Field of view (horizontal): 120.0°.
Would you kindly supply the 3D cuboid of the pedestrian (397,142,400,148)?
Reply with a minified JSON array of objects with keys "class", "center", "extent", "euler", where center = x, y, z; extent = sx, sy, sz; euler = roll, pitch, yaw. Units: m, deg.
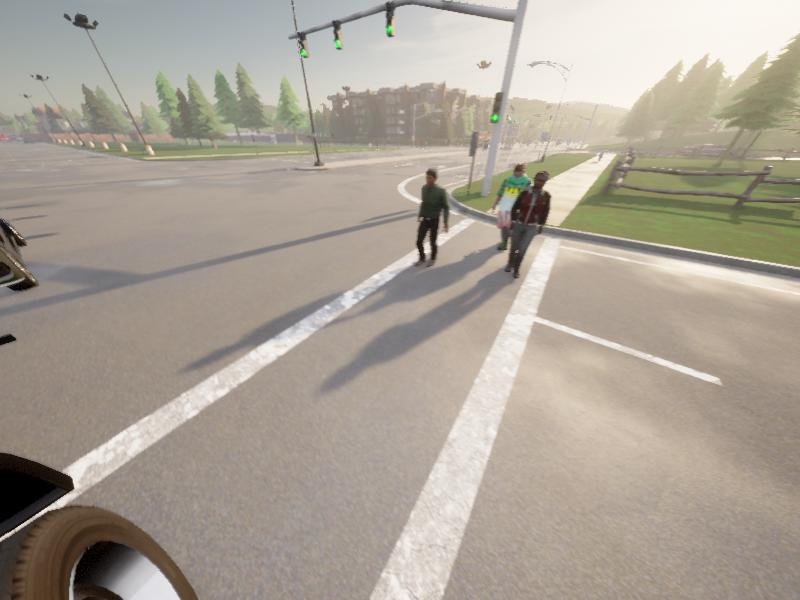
[{"class":"pedestrian","center":[-0.243,-35.292,52.668],"extent":[0.500,1.100,0.500],"euler":[25,42,31]}]

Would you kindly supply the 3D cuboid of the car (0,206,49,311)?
[{"class":"car","center":[-8.679,-1.061,3.924],"extent":[5.027,1.651,2.152],"euler":[22,41,28]}]

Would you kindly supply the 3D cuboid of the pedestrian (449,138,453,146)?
[{"class":"pedestrian","center":[15.032,-46.879,68.573],"extent":[0.751,1.860,0.751],"euler":[-7,36,-11]}]

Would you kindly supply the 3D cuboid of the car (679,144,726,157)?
[{"class":"car","center":[47.580,-23.658,36.482],"extent":[3.988,1.617,1.851],"euler":[22,41,28]}]

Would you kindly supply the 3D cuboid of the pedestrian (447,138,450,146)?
[{"class":"pedestrian","center":[14.712,-47.940,70.074],"extent":[0.751,1.860,0.751],"euler":[13,37,17]}]

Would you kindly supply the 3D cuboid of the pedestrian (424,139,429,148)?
[{"class":"pedestrian","center":[6.815,-40.636,59.915],"extent":[0.751,1.860,0.751],"euler":[24,42,30]}]

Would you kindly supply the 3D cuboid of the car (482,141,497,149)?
[{"class":"car","center":[23.182,-40.144,59.717],"extent":[1.837,1.490,4.892],"euler":[23,41,28]}]

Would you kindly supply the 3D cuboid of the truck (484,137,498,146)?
[{"class":"truck","center":[30.829,-53.859,78.386],"extent":[2.627,2.467,5.204],"euler":[22,41,28]}]

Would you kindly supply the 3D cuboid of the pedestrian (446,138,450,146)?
[{"class":"pedestrian","center":[14.051,-46.062,67.406],"extent":[0.751,1.860,0.751],"euler":[28,43,33]}]

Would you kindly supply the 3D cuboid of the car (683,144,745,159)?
[{"class":"car","center":[45.883,-21.892,33.948],"extent":[4.856,1.649,2.033],"euler":[22,41,28]}]

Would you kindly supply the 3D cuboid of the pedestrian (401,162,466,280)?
[{"class":"pedestrian","center":[0.558,-1.454,4.317],"extent":[0.751,1.860,0.751],"euler":[27,43,32]}]

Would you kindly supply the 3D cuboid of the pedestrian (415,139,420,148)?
[{"class":"pedestrian","center":[4.374,-38.827,57.330],"extent":[0.751,1.860,0.751],"euler":[25,42,31]}]

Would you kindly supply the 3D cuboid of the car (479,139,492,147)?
[{"class":"car","center":[24.331,-44.704,65.873],"extent":[1.905,1.878,3.866],"euler":[23,41,28]}]

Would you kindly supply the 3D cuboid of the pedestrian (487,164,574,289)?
[{"class":"pedestrian","center":[2.208,-1.261,4.060],"extent":[0.751,1.860,0.751],"euler":[19,39,25]}]

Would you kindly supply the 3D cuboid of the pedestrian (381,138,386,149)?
[{"class":"pedestrian","center":[-3.423,-33.027,48.769],"extent":[0.751,1.860,0.751],"euler":[25,42,31]}]

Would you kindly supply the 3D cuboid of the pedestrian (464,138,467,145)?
[{"class":"pedestrian","center":[22.063,-53.396,77.875],"extent":[0.751,1.860,0.751],"euler":[19,39,25]}]

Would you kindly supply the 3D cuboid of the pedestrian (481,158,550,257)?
[{"class":"pedestrian","center":[2.506,-2.033,5.156],"extent":[0.751,1.860,0.751],"euler":[25,42,30]}]

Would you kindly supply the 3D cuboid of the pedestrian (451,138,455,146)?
[{"class":"pedestrian","center":[15.762,-46.930,68.652],"extent":[0.751,1.860,0.751],"euler":[-22,41,-28]}]

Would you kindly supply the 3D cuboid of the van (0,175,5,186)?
[{"class":"van","center":[-23.475,-7.242,12.234],"extent":[4.442,1.987,1.775],"euler":[22,41,28]}]

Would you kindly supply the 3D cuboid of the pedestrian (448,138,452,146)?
[{"class":"pedestrian","center":[14.748,-46.541,68.091],"extent":[0.751,1.860,0.751],"euler":[27,43,32]}]

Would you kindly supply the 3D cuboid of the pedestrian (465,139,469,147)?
[{"class":"pedestrian","center":[19.343,-45.292,66.628],"extent":[0.751,1.860,0.751],"euler":[25,42,31]}]

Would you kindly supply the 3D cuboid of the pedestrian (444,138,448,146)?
[{"class":"pedestrian","center":[13.490,-46.235,67.646],"extent":[0.751,1.860,0.751],"euler":[22,41,28]}]

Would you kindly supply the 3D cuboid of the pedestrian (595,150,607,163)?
[{"class":"pedestrian","center":[20.528,-14.642,23.589],"extent":[0.500,1.100,0.500],"euler":[25,42,31]}]

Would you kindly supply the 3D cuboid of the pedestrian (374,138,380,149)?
[{"class":"pedestrian","center":[-4.745,-32.031,47.345],"extent":[0.751,1.860,0.751],"euler":[25,42,31]}]

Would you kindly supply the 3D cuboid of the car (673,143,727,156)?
[{"class":"car","center":[49.928,-25.164,38.627],"extent":[5.027,1.651,2.152],"euler":[22,41,28]}]

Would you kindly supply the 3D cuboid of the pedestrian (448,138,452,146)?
[{"class":"pedestrian","center":[15.053,-47.320,69.198],"extent":[0.751,1.860,0.751],"euler":[0,35,0]}]

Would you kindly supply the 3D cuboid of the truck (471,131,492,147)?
[{"class":"truck","center":[25.279,-49.819,71.430],"extent":[2.891,3.827,8.468],"euler":[22,41,28]}]

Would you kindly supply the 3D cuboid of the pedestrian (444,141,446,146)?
[{"class":"pedestrian","center":[13.775,-47.793,70.516],"extent":[0.500,1.100,0.500],"euler":[6,36,8]}]

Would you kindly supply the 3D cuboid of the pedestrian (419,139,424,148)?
[{"class":"pedestrian","center":[5.392,-38.938,57.492],"extent":[0.751,1.860,0.751],"euler":[25,42,30]}]

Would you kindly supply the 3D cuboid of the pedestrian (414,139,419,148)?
[{"class":"pedestrian","center":[4.123,-39.349,58.064],"extent":[0.751,1.860,0.751],"euler":[24,41,29]}]
